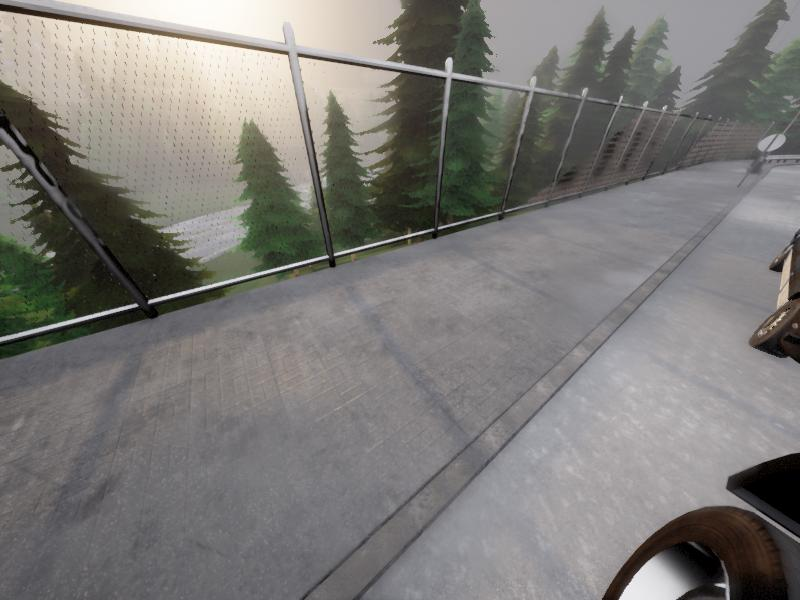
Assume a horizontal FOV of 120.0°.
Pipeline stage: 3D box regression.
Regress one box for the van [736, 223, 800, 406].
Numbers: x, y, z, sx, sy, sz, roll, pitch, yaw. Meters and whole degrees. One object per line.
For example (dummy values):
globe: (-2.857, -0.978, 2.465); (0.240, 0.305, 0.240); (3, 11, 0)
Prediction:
van: (6.826, -0.675, 2.631); (5.915, 2.561, 1.988); (-22, 41, -28)
